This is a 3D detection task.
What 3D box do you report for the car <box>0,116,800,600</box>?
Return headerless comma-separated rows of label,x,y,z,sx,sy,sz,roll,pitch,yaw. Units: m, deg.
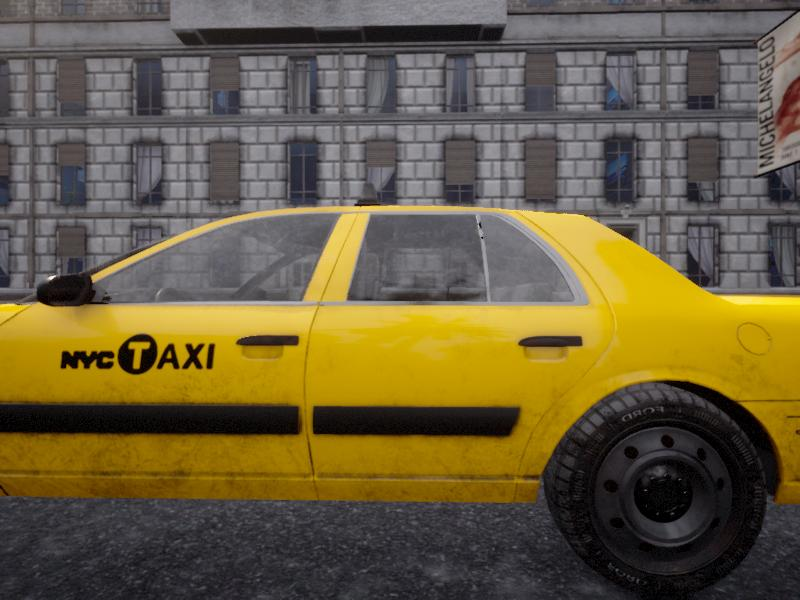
car,-0.443,0.201,2.215,5.366,1.575,1.801,0,0,1
